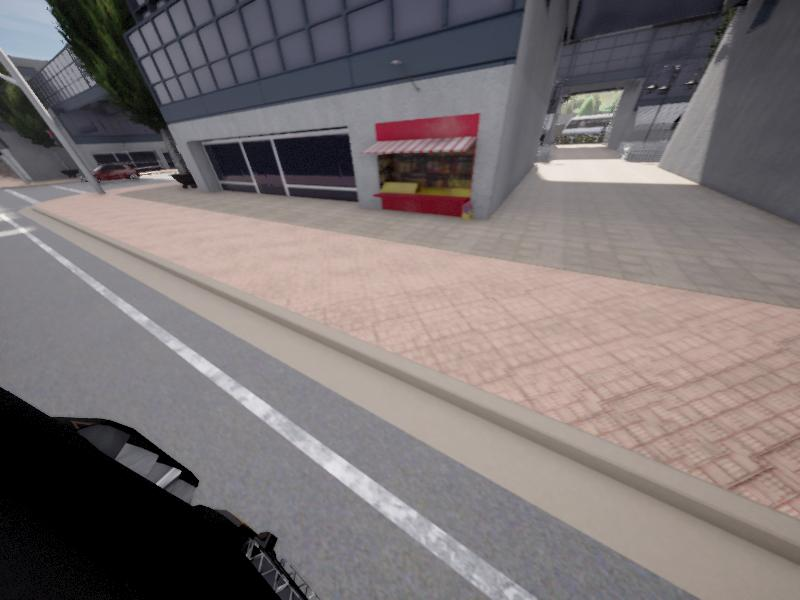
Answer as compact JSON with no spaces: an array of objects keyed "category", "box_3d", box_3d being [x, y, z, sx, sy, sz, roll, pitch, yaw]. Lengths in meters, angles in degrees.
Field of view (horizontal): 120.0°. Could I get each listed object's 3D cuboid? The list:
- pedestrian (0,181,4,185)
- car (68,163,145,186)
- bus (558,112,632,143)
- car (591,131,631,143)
[{"category":"pedestrian","box_3d":[-42.070,-12.657,23.477,0.751,1.860,0.751,-24,40,-27]},{"category":"car","box_3d":[-28.264,-12.261,22.420,1.816,1.474,4.193,16,39,26]},{"category":"bus","box_3d":[38.729,-34.740,46.765,10.273,4.253,3.944,17,39,26]},{"category":"car","box_3d":[35.689,-27.612,39.242,4.674,1.442,1.812,17,40,27]}]
